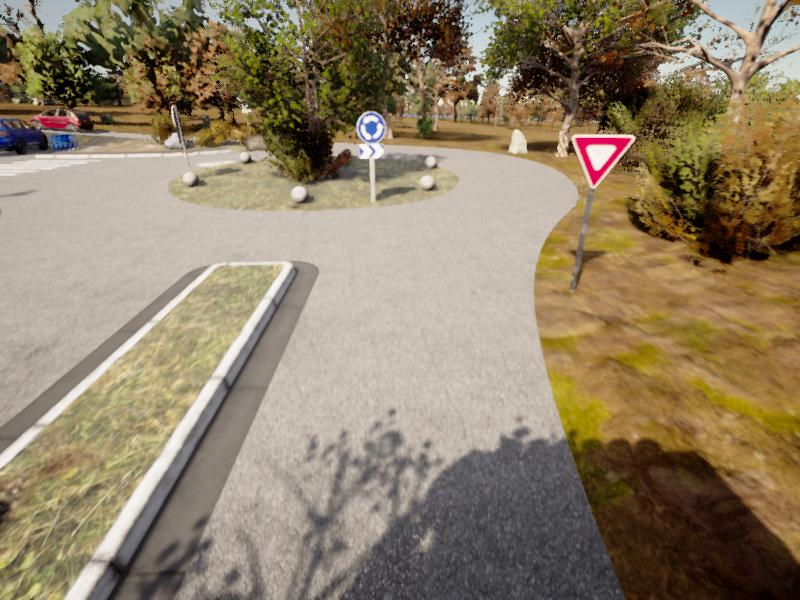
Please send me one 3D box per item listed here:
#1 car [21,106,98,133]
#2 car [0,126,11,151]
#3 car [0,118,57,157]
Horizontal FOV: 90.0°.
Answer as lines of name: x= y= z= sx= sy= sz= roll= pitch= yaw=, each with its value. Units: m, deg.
car: x=-26.147 y=-13.902 z=30.825 sx=3.988 sy=1.617 sz=1.851 roll=4 pitch=25 yaw=-1
car: x=-27.452 y=-10.072 z=25.203 sx=2.231 sy=1.521 sz=4.892 roll=-8 pitch=26 yaw=-18
car: x=-24.448 y=-10.298 z=25.080 sx=2.435 sy=2.045 sz=5.566 roll=-9 pitch=26 yaw=-17
